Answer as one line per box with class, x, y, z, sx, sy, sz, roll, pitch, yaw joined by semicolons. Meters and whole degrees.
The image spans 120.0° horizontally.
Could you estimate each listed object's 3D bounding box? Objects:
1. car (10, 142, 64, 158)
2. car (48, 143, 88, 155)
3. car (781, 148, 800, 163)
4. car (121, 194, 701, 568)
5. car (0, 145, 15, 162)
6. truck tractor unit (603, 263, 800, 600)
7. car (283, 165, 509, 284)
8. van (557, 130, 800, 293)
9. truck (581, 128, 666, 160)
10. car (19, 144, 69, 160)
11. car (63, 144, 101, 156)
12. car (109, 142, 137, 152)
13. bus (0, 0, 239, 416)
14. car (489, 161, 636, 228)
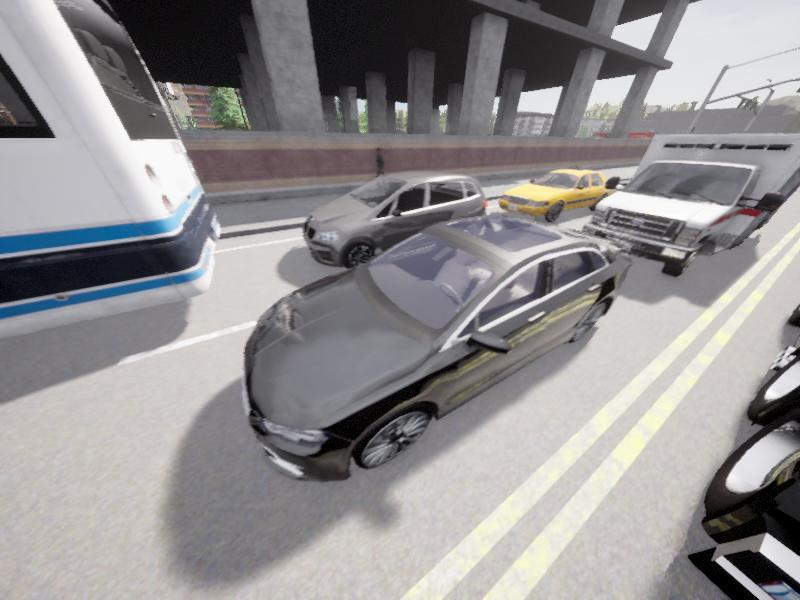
car;-50.853;-21.183;32.554;2.033;1.649;4.856;-18;38;-24
car;-54.733;-25.058;38.230;2.007;1.525;4.514;-18;39;-24
car;58.594;-21.149;33.725;4.856;1.649;2.033;-18;39;-24
car;0.814;-0.088;2.840;4.902;1.511;2.128;-18;39;-24
car;-45.530;-15.731;24.864;2.128;1.511;4.902;-18;39;-24
truck tractor unit;5.108;-0.299;0.803;6.516;4.208;3.053;-18;38;-24
car;-0.018;-2.189;5.718;4.611;1.667;2.242;-18;39;-25
van;7.401;-2.599;5.726;6.366;2.431;2.351;-18;39;-24
truck;34.992;-24.889;36.825;2.891;3.827;8.468;-18;39;-24
car;-44.234;-18.491;28.820;1.789;1.549;3.705;-18;39;-24
car;-48.984;-23.281;35.732;1.970;1.475;3.806;-18;39;-24
car;-57.437;-31.887;47.984;2.242;1.667;4.611;-18;39;-24
bus;-7.628;-0.703;1.229;10.273;4.253;3.944;-18;39;-24
car;6.114;-4.138;8.673;5.366;1.575;1.801;-18;39;-24
